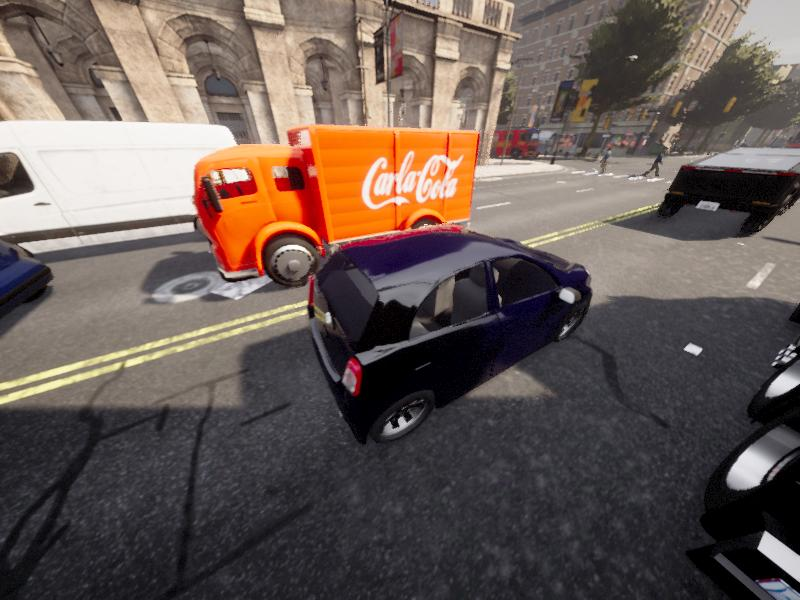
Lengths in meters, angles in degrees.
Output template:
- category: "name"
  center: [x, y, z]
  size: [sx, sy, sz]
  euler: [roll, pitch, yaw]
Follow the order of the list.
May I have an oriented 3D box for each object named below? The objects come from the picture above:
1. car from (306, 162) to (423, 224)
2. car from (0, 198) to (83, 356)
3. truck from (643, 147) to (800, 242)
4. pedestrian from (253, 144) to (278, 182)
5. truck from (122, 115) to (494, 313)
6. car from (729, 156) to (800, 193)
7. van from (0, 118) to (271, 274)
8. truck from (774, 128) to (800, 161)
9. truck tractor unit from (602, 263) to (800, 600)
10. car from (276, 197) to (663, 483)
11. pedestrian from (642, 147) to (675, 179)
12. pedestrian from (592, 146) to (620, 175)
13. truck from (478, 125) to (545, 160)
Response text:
- category: "car"
  center: [-1.230, -4.078, 8.505]
  size: [3.633, 1.501, 1.845]
  euler: [-18, 39, -24]
- category: "car"
  center: [-7.178, 0.123, 2.362]
  size: [3.988, 1.617, 1.851]
  euler: [-18, 39, -24]
- category: "truck"
  center: [11.787, -3.957, 7.928]
  size: [6.274, 2.098, 2.390]
  euler: [-18, 39, -25]
- category: "pedestrian"
  center: [-7.746, -7.916, 13.370]
  size: [0.751, 1.860, 0.751]
  euler: [-16, 38, -22]
- category: "truck"
  center: [-1.124, -2.188, 4.969]
  size: [5.204, 2.467, 2.627]
  euler: [-18, 39, -24]
- category: "car"
  center: [21.465, -7.444, 13.551]
  size: [3.806, 1.475, 1.970]
  euler: [-25, 42, -32]
- category: "van"
  center: [-6.856, -2.668, 5.557]
  size: [5.915, 2.561, 1.988]
  euler: [-18, 39, -24]
- category: "truck"
  center: [60.389, -23.063, 34.210]
  size: [8.468, 3.827, 2.891]
  euler: [-18, 39, -25]
- category: "truck tractor unit"
  center: [5.104, -0.309, 0.781]
  size: [6.516, 4.208, 3.053]
  euler: [-19, 39, -24]
- category: "car"
  center: [0.789, -0.112, 2.827]
  size: [3.633, 1.501, 1.845]
  euler: [-18, 39, -24]
- category: "pedestrian"
  center: [18.375, -9.746, 16.455]
  size: [0.751, 1.860, 0.751]
  euler: [-26, 43, -32]
- category: "pedestrian"
  center: [16.039, -10.850, 18.023]
  size: [0.751, 1.860, 0.751]
  euler: [-21, 40, -27]
- category: "truck"
  center: [16.151, -23.491, 34.497]
  size: [2.891, 3.827, 8.468]
  euler: [-18, 39, -24]
